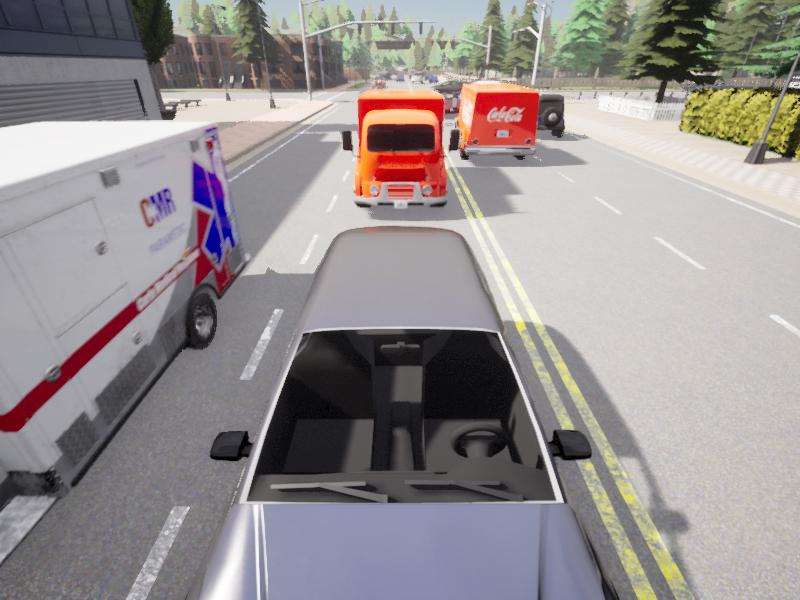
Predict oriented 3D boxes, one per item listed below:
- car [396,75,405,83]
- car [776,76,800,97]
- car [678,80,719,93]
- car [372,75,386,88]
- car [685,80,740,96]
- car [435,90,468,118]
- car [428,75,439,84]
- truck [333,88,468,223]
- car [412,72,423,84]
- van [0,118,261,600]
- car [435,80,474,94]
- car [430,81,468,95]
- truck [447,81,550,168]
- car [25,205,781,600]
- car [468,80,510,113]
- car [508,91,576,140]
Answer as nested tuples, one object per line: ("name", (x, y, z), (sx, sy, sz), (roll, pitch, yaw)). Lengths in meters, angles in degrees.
("car", (0.069, -47.676, 86.254), (1.816, 1.474, 4.193), (0, 30, 0))
("car", (47.873, -24.778, 46.461), (5.566, 2.045, 2.150), (0, 30, 0))
("car", (39.215, -28.109, 52.637), (3.633, 1.501, 1.845), (0, 30, 0))
("car", (-3.446, -36.276, 66.418), (2.097, 1.767, 4.553), (0, 30, 0))
("car", (38.676, -26.330, 49.621), (4.611, 1.667, 2.242), (0, 30, 0))
("car", (3.529, -13.863, 28.265), (1.845, 1.501, 3.633), (0, 30, 0))
("car", (7.066, -46.547, 84.349), (2.007, 1.525, 4.514), (0, 30, 0))
("truck", (0.016, -4.121, 10.638), (2.627, 2.467, 5.204), (0, 30, 0))
("car", (3.566, -46.306, 83.356), (2.150, 2.045, 5.566), (0, 30, 0))
("van", (-3.493, 0.190, 3.291), (2.351, 2.431, 6.366), (0, 30, 0))
("car", (7.125, -28.124, 52.754), (4.792, 1.488, 2.163), (1, 30, 2))
("car", (6.046, -26.357, 49.750), (4.514, 1.525, 2.007), (1, 30, 2))
("truck", (3.519, -7.087, 15.753), (2.627, 2.467, 5.204), (0, 31, 0))
("car", (0.004, 0.771, 3.060), (2.242, 1.667, 4.611), (0, 30, 0))
("car", (7.029, -16.509, 32.283), (2.150, 2.045, 5.566), (0, 30, 0))
("car", (7.025, -9.417, 20.285), (1.905, 1.878, 3.866), (0, 30, 0))
